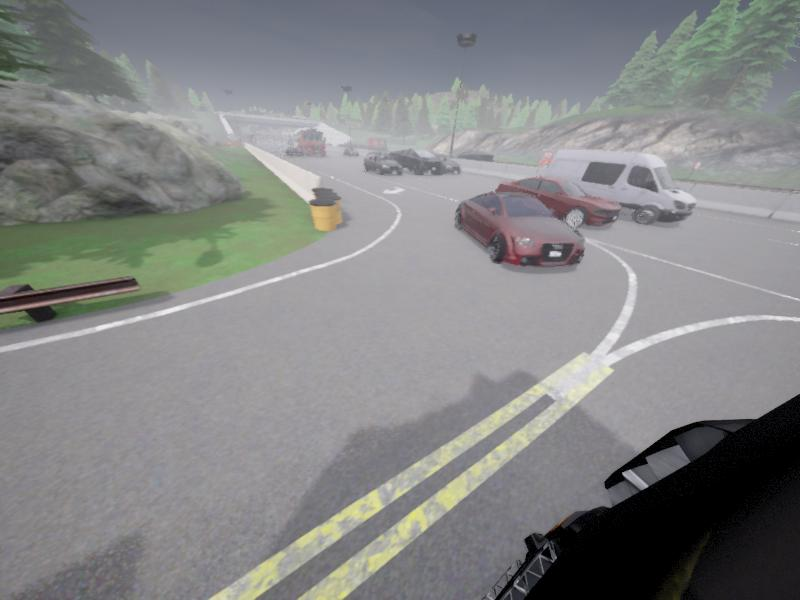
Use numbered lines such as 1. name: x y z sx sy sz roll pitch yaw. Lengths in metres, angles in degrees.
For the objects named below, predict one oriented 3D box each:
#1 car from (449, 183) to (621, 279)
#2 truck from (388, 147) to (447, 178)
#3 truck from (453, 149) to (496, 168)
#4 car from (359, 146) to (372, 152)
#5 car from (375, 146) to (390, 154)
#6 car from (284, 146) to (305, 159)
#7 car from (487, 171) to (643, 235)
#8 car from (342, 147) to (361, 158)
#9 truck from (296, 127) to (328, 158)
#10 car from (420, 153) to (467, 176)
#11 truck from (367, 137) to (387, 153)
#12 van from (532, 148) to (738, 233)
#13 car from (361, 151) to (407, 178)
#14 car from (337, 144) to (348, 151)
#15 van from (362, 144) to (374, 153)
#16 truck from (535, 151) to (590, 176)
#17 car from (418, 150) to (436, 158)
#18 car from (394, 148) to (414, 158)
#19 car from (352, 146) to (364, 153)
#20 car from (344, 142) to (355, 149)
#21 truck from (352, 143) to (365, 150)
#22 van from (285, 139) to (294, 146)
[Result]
1. car: 3.154 -2.266 6.635 1.994 1.385 4.181 -3 34 -9
2. truck: 1.442 -13.414 22.381 2.390 2.098 6.274 -17 39 -27
3. truck: 11.658 -22.529 36.711 2.390 2.098 6.274 -17 39 -27
4. car: -10.952 -47.845 73.088 2.033 1.411 5.357 -17 39 -27
5. car: -4.996 -42.192 64.965 2.033 1.649 4.856 -17 39 -27
6. car: -16.061 -22.431 35.084 1.895 1.301 4.718 -16 39 -26
7. car: 6.544 -4.450 9.992 1.882 1.535 5.008 -17 39 -27
8. car: -8.858 -26.887 42.106 1.816 1.474 4.193 -17 39 -27
9. truck: -14.785 -26.159 38.451 2.891 3.827 8.468 -15 38 -25
10. car: 4.397 -14.169 24.119 2.242 1.667 4.611 -17 39 -27
11. truck: -7.498 -49.362 73.440 2.891 3.827 8.468 -17 39 -27
12. van: 9.928 -5.405 10.783 1.988 2.561 5.915 -17 39 -27
13. car: -1.582 -12.355 20.953 2.242 1.667 4.611 -17 39 -27
14. car: -17.572 -46.686 70.773 1.816 1.474 4.193 -17 39 -27
15. van: -8.992 -42.409 64.662 1.775 1.987 4.442 -17 39 -27
16. truck: 22.233 -18.938 31.900 2.627 2.467 5.204 -25 43 -35
17. car: 6.410 -34.890 55.190 1.816 1.474 4.193 -17 39 -27
18. car: 0.800 -32.755 51.521 1.882 1.535 5.008 -17 39 -27
19. car: -11.359 -40.683 62.369 1.970 1.475 3.806 -17 39 -27
20. car: -19.793 -60.453 90.520 2.150 2.045 5.566 -17 39 -27
21. truck: -15.172 -56.017 84.249 2.390 2.098 6.274 -17 39 -27
22. van: -40.584 -57.761 84.920 1.775 1.987 4.442 -17 39 -27
